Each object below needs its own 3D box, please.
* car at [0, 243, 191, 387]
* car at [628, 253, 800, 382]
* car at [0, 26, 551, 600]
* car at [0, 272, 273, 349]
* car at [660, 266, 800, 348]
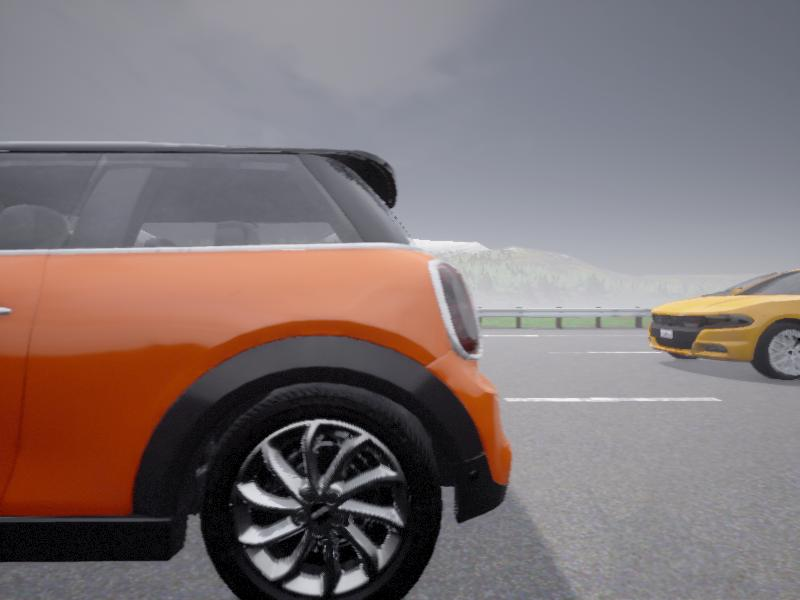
[{"bbox_3d":[-6.046,0.188,5.670,5.027,1.651,2.152,0,0,0],"label":"car"},{"bbox_3d":[6.310,0.213,5.730,5.008,1.535,1.882,0,0,0],"label":"car"},{"bbox_3d":[-1.848,0.099,2.191,4.553,1.767,2.097,0,0,0],"label":"car"},{"bbox_3d":[-5.886,0.210,9.173,5.366,1.575,1.801,0,0,0],"label":"car"},{"bbox_3d":[9.034,0.143,9.244,4.611,1.667,2.242,0,0,0],"label":"car"}]
